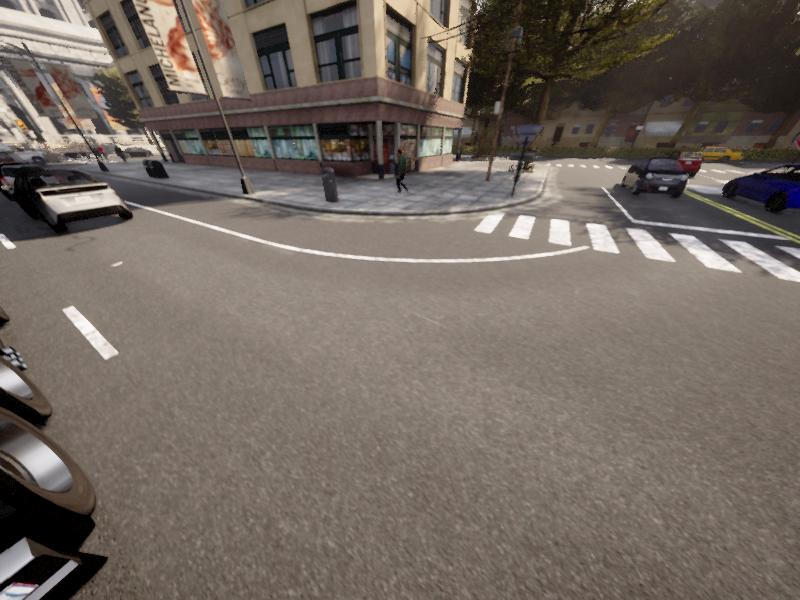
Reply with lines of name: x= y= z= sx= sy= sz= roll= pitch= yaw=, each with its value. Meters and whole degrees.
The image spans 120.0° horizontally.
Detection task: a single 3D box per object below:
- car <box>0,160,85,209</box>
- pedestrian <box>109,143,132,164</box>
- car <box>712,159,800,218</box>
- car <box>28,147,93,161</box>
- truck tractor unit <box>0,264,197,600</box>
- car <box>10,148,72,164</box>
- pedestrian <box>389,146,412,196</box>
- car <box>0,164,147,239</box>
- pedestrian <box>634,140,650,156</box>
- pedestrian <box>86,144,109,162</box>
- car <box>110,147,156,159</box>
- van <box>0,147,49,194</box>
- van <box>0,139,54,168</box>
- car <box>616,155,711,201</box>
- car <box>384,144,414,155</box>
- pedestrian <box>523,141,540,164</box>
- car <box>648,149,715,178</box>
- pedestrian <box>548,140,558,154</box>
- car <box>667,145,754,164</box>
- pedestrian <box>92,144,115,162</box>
car: x=-16.613 y=-5.293 z=10.358 sx=3.633 sy=1.501 sz=1.845 roll=18 pitch=39 yaw=24
pedestrian: x=-30.370 y=-15.936 z=25.116 sx=0.751 sy=1.860 sz=0.751 roll=22 pitch=40 yaw=28
car: x=15.048 y=-4.403 z=8.919 sx=1.816 sy=1.474 sz=4.193 roll=16 pitch=38 yaw=21
car: x=-48.203 y=-20.852 z=32.926 sx=2.163 sy=1.488 sz=4.792 roll=18 pitch=39 yaw=25
truck tractor unit: x=-5.118 y=-0.291 z=0.793 sx=6.516 sy=4.208 sz=3.053 roll=18 pitch=39 yaw=24
car: x=-43.500 y=-17.550 z=28.117 sx=1.845 sy=1.501 sz=3.633 roll=18 pitch=39 yaw=25
pedestrian: x=0.038 y=-5.793 z=10.367 sx=0.751 sy=1.860 sz=0.751 roll=15 pitch=38 yaw=20
car: x=-11.187 y=-3.501 z=7.756 sx=4.514 sy=1.525 sz=2.007 roll=18 pitch=39 yaw=24
pedestrian: x=34.974 y=-21.988 z=33.360 sx=0.751 sy=1.860 sz=0.751 roll=18 pitch=39 yaw=24
pedestrian: x=-38.375 y=-18.660 z=29.343 sx=0.751 sy=1.860 sz=0.751 roll=-15 pitch=38 yaw=-20
car: x=-41.786 y=-23.147 z=36.273 sx=1.994 sy=1.385 sz=4.181 roll=18 pitch=39 yaw=25
van: x=-22.420 y=-7.335 z=12.927 sx=4.442 sy=1.987 sz=1.775 roll=18 pitch=39 yaw=24
van: x=-42.214 y=-15.209 z=23.966 sx=2.351 sy=2.431 sz=6.366 roll=18 pitch=39 yaw=25
car: x=12.499 y=-6.106 z=11.331 sx=1.845 sy=1.501 sz=3.633 roll=17 pitch=38 yaw=23
car: x=-0.237 y=-27.300 z=41.804 sx=5.008 sy=1.535 sz=1.882 roll=18 pitch=39 yaw=24
pedestrian: x=13.144 y=-14.738 z=23.109 sx=0.751 sy=1.860 sz=0.751 roll=25 pitch=42 yaw=32
car: x=20.451 y=-10.136 z=17.036 sx=1.789 sy=1.549 sz=3.705 roll=17 pitch=39 yaw=23
pedestrian: x=25.589 y=-25.605 z=38.610 sx=0.751 sy=1.860 sz=0.751 roll=18 pitch=39 yaw=24
car: x=33.936 y=-16.179 z=25.587 sx=5.366 sy=1.575 sz=1.801 roll=18 pitch=39 yaw=24
pedestrian: x=-37.805 y=-18.760 z=29.482 sx=0.751 sy=1.860 sz=0.751 roll=4 pitch=35 yaw=6
